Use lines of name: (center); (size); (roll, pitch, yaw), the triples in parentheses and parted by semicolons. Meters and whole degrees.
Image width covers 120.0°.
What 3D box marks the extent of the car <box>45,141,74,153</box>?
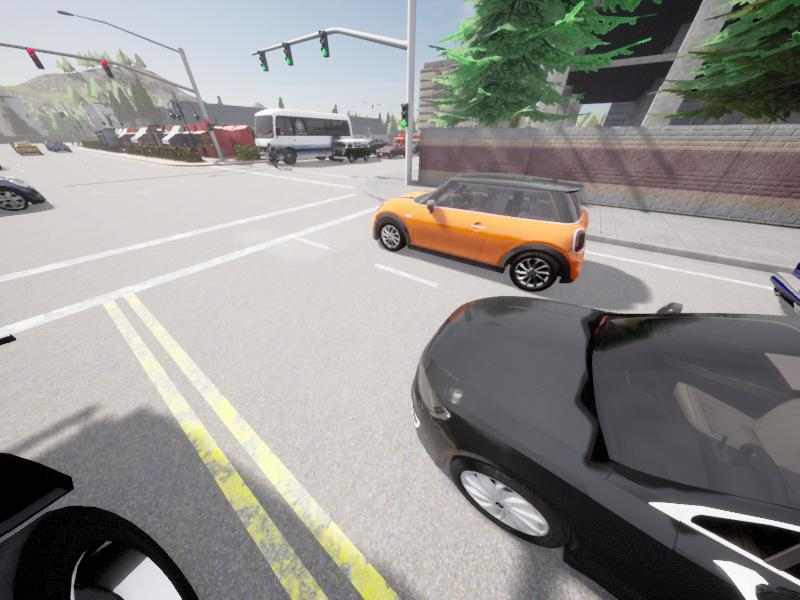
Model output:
car: (-55.705, -25.029, 37.781); (4.193, 1.474, 1.816); (22, 41, 28)

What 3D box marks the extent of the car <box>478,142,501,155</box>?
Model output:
car: (14.759, -24.982, 38.054); (1.882, 1.535, 5.008); (22, 41, 28)

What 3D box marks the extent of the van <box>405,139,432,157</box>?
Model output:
van: (2.684, -22.217, 33.656); (1.775, 1.987, 4.442); (22, 41, 28)

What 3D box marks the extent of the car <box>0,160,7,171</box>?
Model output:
car: (-33.606, -11.124, 18.189); (4.792, 1.488, 2.163); (22, 41, 28)

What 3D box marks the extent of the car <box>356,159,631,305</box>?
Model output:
car: (1.515, -1.895, 5.059); (4.553, 1.767, 2.097); (22, 41, 28)

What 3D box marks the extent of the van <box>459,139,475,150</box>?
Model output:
van: (15.209, -35.535, 52.647); (1.775, 1.987, 4.442); (22, 40, 28)

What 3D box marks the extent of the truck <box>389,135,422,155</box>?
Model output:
truck: (0.914, -24.496, 36.453); (2.627, 2.467, 5.204); (22, 41, 28)

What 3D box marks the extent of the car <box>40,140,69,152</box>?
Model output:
car: (-61.056, -27.267, 40.789); (4.856, 1.649, 2.033); (22, 41, 28)

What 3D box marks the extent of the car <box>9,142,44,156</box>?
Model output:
car: (-52.587, -21.355, 32.532); (5.008, 1.535, 1.882); (22, 40, 27)

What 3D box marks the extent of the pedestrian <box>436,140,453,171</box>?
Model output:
pedestrian: (3.218, -10.538, 16.882); (0.751, 1.860, 0.751); (20, 40, 26)

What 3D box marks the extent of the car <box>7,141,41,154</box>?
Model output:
car: (-58.108, -23.555, 35.667); (4.792, 1.488, 2.163); (22, 41, 28)

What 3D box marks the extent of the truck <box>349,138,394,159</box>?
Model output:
truck: (-3.667, -20.530, 31.118); (2.390, 2.098, 6.274); (22, 40, 28)

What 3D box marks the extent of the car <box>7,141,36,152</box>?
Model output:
car: (-63.714, -25.850, 38.837); (5.008, 1.535, 1.882); (22, 41, 28)

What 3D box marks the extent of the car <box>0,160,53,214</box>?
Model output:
car: (-15.112, -3.548, 7.535); (1.970, 1.475, 3.806); (21, 40, 27)

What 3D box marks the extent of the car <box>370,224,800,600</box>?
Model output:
car: (2.365, 1.036, 1.164); (4.892, 1.490, 1.837); (22, 41, 28)

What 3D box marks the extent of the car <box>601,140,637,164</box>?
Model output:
car: (22.120, -15.101, 23.539); (1.905, 1.878, 3.866); (22, 41, 28)

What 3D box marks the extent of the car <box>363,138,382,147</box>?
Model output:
car: (-6.949, -39.892, 58.600); (4.605, 1.855, 1.932); (22, 41, 28)

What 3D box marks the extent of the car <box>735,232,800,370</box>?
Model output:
car: (7.250, 0.641, 1.931); (4.718, 1.301, 1.895); (22, 41, 28)

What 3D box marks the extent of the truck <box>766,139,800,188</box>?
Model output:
truck: (22.656, -6.917, 11.473); (2.615, 2.467, 5.204); (22, 41, 28)

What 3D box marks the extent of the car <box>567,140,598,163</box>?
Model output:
car: (19.708, -16.078, 24.910); (1.905, 1.878, 3.866); (22, 41, 28)

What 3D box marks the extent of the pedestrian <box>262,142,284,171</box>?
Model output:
pedestrian: (-9.845, -11.148, 17.928); (0.751, 1.860, 0.751); (2, 35, 2)

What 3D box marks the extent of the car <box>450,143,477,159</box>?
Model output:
car: (8.471, -19.774, 30.557); (1.851, 1.617, 3.988); (22, 41, 28)

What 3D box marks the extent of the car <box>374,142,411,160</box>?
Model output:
car: (-0.865, -19.117, 29.545); (2.152, 1.651, 5.027); (22, 40, 28)

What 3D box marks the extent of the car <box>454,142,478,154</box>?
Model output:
car: (11.148, -25.518, 38.813); (2.128, 1.511, 4.902); (22, 41, 28)

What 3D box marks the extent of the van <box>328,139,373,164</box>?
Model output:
van: (-5.048, -15.856, 24.523); (2.069, 2.038, 4.480); (19, 39, 24)

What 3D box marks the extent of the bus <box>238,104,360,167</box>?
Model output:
bus: (-9.332, -16.574, 23.594); (3.944, 4.253, 10.273); (22, 41, 28)
